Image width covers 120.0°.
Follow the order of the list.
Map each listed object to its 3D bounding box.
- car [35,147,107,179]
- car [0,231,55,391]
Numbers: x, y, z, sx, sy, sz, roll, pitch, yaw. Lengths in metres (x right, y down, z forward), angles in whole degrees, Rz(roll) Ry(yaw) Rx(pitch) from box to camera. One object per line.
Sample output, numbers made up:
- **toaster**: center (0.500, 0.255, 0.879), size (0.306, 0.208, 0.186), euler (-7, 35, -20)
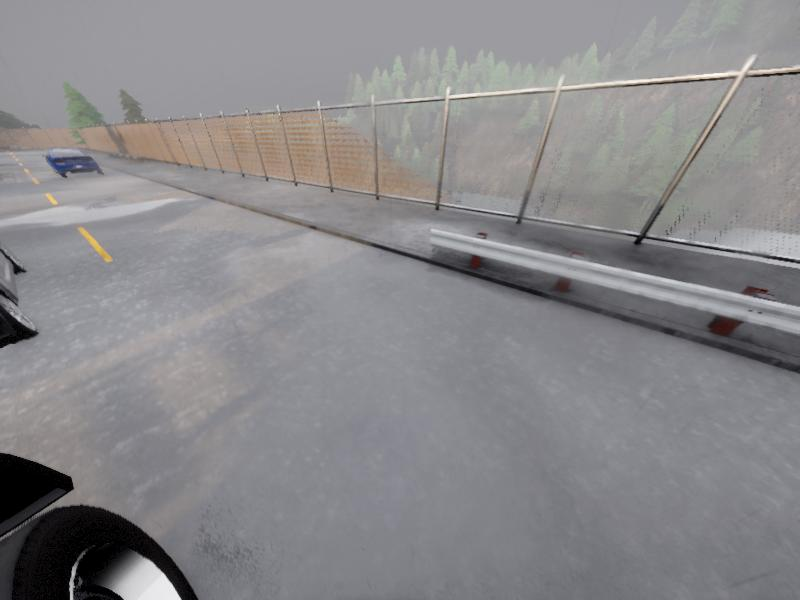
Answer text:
- **car**: center (-22.590, -9.510, 15.856), size (5.008, 1.535, 1.882), euler (22, 41, 28)
- **car**: center (-6.784, -0.293, 2.839), size (5.238, 1.638, 1.930), euler (22, 41, 28)
